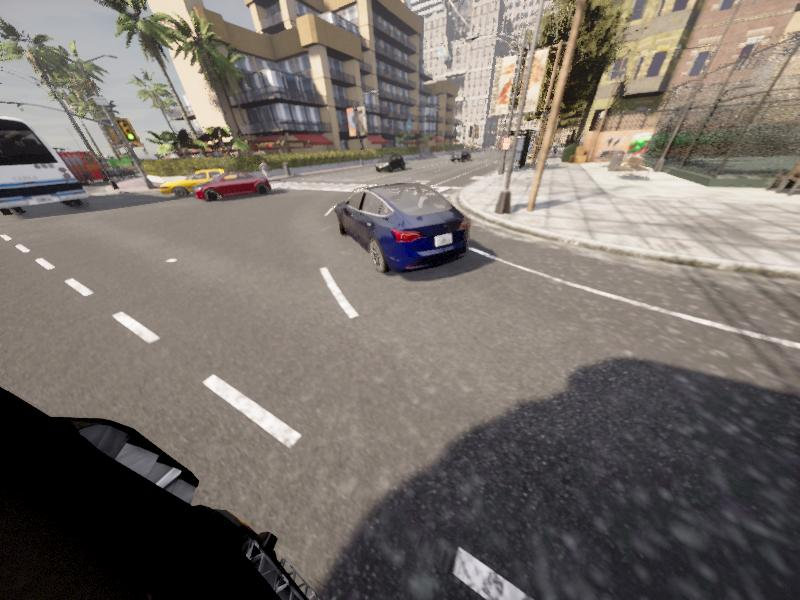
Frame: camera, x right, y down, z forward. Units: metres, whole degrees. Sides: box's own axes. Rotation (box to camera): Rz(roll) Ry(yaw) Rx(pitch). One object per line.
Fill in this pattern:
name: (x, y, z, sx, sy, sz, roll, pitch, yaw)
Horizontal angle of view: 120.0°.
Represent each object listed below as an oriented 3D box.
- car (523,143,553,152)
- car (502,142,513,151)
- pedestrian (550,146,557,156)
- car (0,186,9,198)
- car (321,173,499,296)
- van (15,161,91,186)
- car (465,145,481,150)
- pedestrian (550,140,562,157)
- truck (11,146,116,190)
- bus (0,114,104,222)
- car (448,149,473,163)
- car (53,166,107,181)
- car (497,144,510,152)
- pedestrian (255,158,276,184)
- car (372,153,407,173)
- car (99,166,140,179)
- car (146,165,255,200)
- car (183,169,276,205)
car: (30.594, -33.995, 51.568, 2.033, 1.411, 5.357, -20, 37, -24)
car: (30.581, -43.695, 65.748, 1.905, 1.878, 3.866, 15, 38, 25)
pedestrian: (22.366, -21.716, 33.643, 0.500, 1.100, 0.500, 19, 40, 30)
car: (-35.278, -9.054, 19.048, 1.970, 1.475, 3.806, -30, 42, -35)
car: (-0.276, -2.135, 5.866, 2.163, 1.488, 4.792, -18, 36, -21)
van: (-48.077, -17.855, 32.362, 1.988, 2.561, 5.915, -10, 34, -10)
car: (27.425, -57.165, 86.623, 5.366, 1.575, 1.801, 21, 40, 31)
pedestrian: (20.556, -19.968, 30.461, 0.751, 1.860, 0.751, 20, 40, 31)
truck: (-38.690, -15.757, 27.298, 2.891, 3.827, 8.468, -19, 37, -23)
bus: (-23.185, -7.675, 13.511, 10.273, 4.253, 3.944, 16, 38, 26)
car: (8.843, -20.929, 33.572, 2.033, 1.411, 5.357, 15, 38, 25)
car: (-52.751, -21.012, 38.319, 2.152, 1.651, 5.027, -5, 34, -4)
car: (27.514, -40.408, 61.269, 2.033, 1.649, 4.856, 15, 38, 25)
pedestrian: (-11.276, -10.808, 19.420, 0.751, 1.860, 0.751, 10, 36, 19)
car: (-1.055, -14.762, 24.854, 1.851, 1.617, 3.988, 15, 38, 25)
car: (-45.647, -20.867, 37.773, 1.994, 1.385, 4.181, -7, 34, -6)
car: (-13.483, -8.315, 16.130, 5.366, 1.575, 1.801, -22, 38, -26)
car: (-10.299, -7.067, 14.192, 4.181, 1.385, 1.994, -26, 40, -31)
